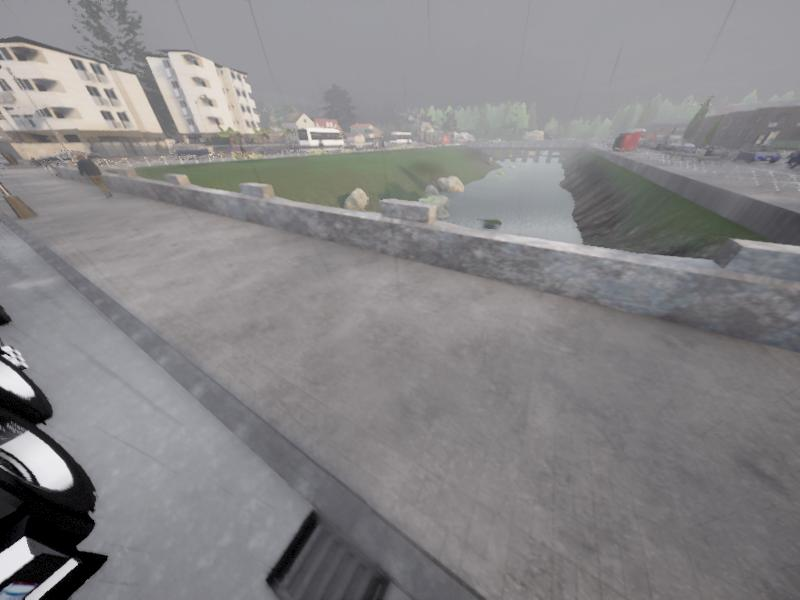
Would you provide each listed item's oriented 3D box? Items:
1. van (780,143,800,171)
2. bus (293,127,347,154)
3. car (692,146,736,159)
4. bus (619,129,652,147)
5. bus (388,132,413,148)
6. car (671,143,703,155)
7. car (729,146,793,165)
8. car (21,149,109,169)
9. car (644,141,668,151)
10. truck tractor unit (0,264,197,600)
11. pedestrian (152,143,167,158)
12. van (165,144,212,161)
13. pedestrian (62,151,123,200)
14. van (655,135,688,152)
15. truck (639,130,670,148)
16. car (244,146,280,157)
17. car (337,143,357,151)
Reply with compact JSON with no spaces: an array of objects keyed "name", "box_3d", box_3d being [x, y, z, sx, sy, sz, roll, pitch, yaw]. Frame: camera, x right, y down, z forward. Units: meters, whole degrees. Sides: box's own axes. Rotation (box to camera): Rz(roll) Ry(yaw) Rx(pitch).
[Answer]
[{"name":"van","box_3d":[32.974,-11.033,17.767,1.775,1.987,4.442,18,39,25]},{"name":"bus","box_3d":[-16.355,-33.499,48.712,3.944,4.253,10.273,18,39,24]},{"name":"car","box_3d":[42.440,-20.144,31.374,1.895,1.301,4.718,18,39,24]},{"name":"bus","box_3d":[69.297,-47.897,68.399,3.944,4.253,10.273,18,39,24]},{"name":"bus","box_3d":[0.345,-54.350,78.516,3.944,4.253,10.273,18,39,24]},{"name":"car","box_3d":[47.279,-25.010,38.190,1.812,1.442,4.674,18,39,24]},{"name":"car","box_3d":[37.325,-15.139,24.075,1.816,1.474,4.193,18,39,24]},{"name":"car","box_3d":[-37.383,-15.981,26.038,1.930,1.638,5.238,18,39,24]},{"name":"car","box_3d":[56.122,-33.826,50.693,2.242,1.667,4.611,18,39,24]},{"name":"truck tractor unit","box_3d":[-5.119,-0.289,0.787,6.516,4.208,3.053,18,39,24]},{"name":"pedestrian","box_3d":[-37.270,-23.217,35.832,0.751,1.860,0.751,18,39,24]},{"name":"van","box_3d":[-31.383,-22.073,34.434,1.775,1.987,4.442,18,39,24]},{"name":"pedestrian","box_3d":[-13.787,-5.604,10.402,0.751,1.860,0.751,18,39,25]},{"name":"van","box_3d":[51.849,-30.023,44.353,1.988,2.561,5.915,18,39,24]},{"name":"truck","box_3d":[71.376,-45.354,65.090,2.891,3.827,8.468,18,39,24]},{"name":"car","box_3d":[-25.519,-27.648,42.905,2.033,1.411,5.357,18,39,24]},{"name":"car","box_3d":[-13.593,-39.578,59.717,1.930,1.638,5.238,18,39,24]}]
